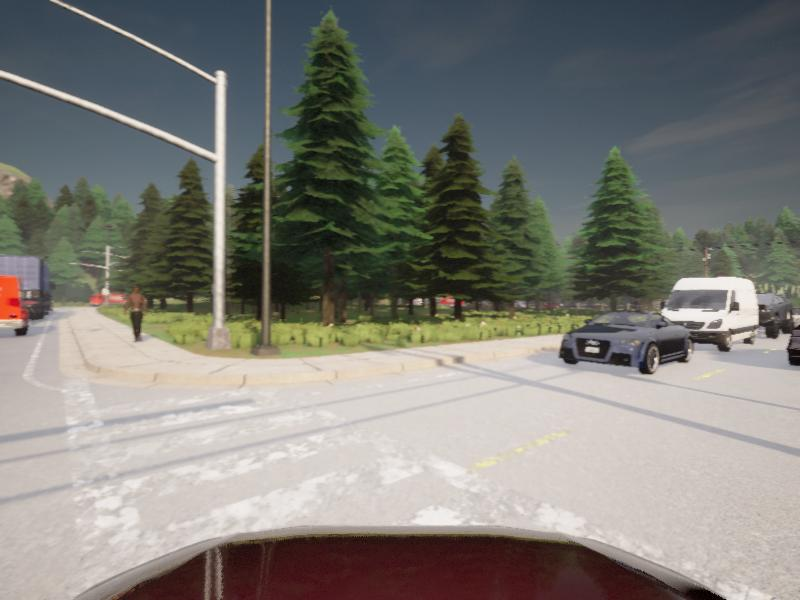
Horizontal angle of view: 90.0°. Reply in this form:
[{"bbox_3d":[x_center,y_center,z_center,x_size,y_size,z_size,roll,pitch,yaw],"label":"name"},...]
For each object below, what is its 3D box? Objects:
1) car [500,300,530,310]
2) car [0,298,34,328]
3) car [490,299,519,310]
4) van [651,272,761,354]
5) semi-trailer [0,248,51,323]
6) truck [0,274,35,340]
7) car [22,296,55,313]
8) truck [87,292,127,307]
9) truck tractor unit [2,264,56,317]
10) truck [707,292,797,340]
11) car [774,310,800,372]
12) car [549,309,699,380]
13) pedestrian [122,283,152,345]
[{"bbox_3d":[20.468,0.923,71.097,2.033,1.649,4.856,0,0,-38],"label":"car"},{"bbox_3d":[-21.804,0.657,22.078,2.128,1.511,4.902,0,0,-39],"label":"car"},{"bbox_3d":[17.924,0.776,68.660,1.932,1.855,4.605,0,0,-38],"label":"car"},{"bbox_3d":[11.711,0.430,15.124,5.915,2.561,1.988,1,0,-39],"label":"van"},{"bbox_3d":[-27.735,-0.855,29.410,2.717,4.402,14.254,0,0,-39],"label":"semi-trailer"},{"bbox_3d":[-16.918,0.217,16.434,2.627,2.467,5.204,0,1,-40],"label":"truck"},{"bbox_3d":[-37.916,0.437,42.068,2.242,1.667,4.611,0,0,-38],"label":"car"},{"bbox_3d":[-50.896,-0.070,69.591,2.627,2.467,5.204,0,0,13],"label":"truck"},{"bbox_3d":[-32.740,-0.791,35.540,3.053,4.208,6.516,0,0,-39],"label":"truck tractor unit"},{"bbox_3d":[17.814,0.698,20.105,6.274,2.098,2.390,0,0,-39],"label":"truck"},{"bbox_3d":[11.754,1.003,10.592,5.357,1.411,2.033,0,0,-40],"label":"car"},{"bbox_3d":[5.922,0.969,10.374,4.181,1.385,1.994,0,0,-39],"label":"car"},{"bbox_3d":[-8.234,0.406,12.518,0.751,1.860,0.751,0,0,-33],"label":"pedestrian"}]
